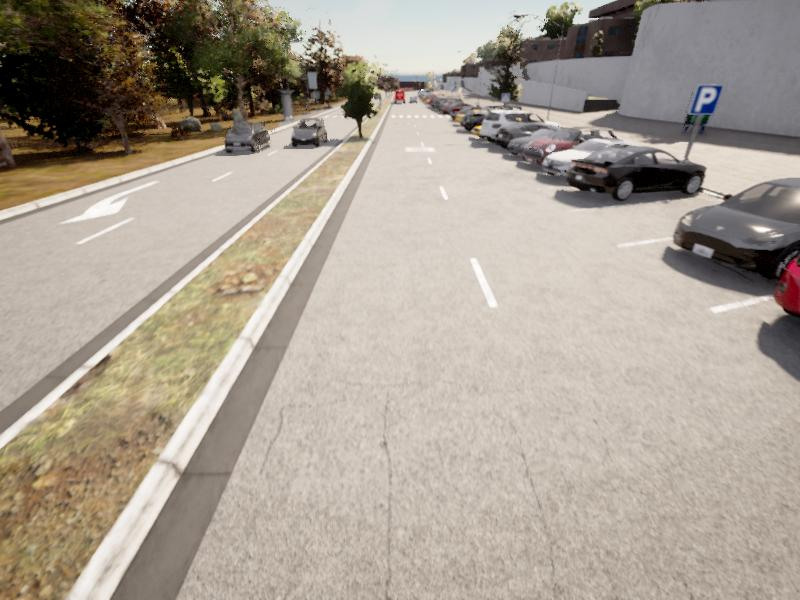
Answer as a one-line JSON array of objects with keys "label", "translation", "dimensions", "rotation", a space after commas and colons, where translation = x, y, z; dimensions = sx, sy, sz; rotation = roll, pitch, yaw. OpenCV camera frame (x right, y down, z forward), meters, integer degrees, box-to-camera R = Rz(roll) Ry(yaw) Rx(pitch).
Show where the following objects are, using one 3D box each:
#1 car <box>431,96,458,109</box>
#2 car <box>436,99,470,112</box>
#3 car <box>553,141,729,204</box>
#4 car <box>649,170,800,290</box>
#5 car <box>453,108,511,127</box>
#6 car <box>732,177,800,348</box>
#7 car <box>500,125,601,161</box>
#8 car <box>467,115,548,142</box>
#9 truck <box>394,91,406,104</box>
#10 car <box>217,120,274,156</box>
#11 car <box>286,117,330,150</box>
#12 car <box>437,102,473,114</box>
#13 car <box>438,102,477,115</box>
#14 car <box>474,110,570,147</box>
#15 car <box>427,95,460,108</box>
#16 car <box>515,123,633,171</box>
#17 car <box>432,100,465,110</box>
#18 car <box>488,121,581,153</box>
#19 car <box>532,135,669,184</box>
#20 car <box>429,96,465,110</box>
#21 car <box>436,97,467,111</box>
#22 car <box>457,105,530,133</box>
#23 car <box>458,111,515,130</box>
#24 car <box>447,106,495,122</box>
[{"label": "car", "translation": [7.954, -35.464, 71.693], "dimensions": [4.442, 1.987, 1.878], "rotation": [-9, 30, -18]}, {"label": "car", "translation": [8.033, -29.765, 61.250], "dimensions": [4.553, 1.767, 2.185], "rotation": [-9, 29, -18]}, {"label": "car", "translation": [8.062, -4.421, 13.547], "dimensions": [5.008, 1.535, 2.097], "rotation": [-9, 28, -18]}, {"label": "car", "translation": [8.044, -1.643, 8.209], "dimensions": [4.792, 1.488, 2.163], "rotation": [-9, 29, -18]}, {"label": "car", "translation": [8.236, -18.379, 40.213], "dimensions": [5.366, 1.575, 1.946], "rotation": [-9, 29, -18]}, {"label": "car", "translation": [8.051, -0.517, 5.411], "dimensions": [5.566, 2.045, 2.435], "rotation": [-9, 29, -18]}, {"label": "car", "translation": [8.070, -8.513, 21.563], "dimensions": [4.674, 1.452, 2.002], "rotation": [-9, 29, -18]}, {"label": "car", "translation": [7.894, -12.699, 29.476], "dimensions": [5.366, 1.575, 1.946], "rotation": [-9, 30, -18]}, {"label": "truck", "translation": [-0.014, -45.817, 90.289], "dimensions": [2.627, 2.467, 5.204], "rotation": [0, 29, 0]}, {"label": "car", "translation": [-8.760, -9.395, 23.057], "dimensions": [1.789, 1.549, 3.705], "rotation": [0, 28, 0]}, {"label": "car", "translation": [-5.765, -10.713, 25.540], "dimensions": [1.851, 1.617, 3.988], "rotation": [0, 28, 0]}, {"label": "car", "translation": [8.056, -28.218, 58.707], "dimensions": [4.674, 1.452, 2.002], "rotation": [-9, 29, -18]}, {"label": "car", "translation": [8.036, -26.804, 56.040], "dimensions": [4.792, 1.488, 2.163], "rotation": [-9, 30, -18]}, {"label": "car", "translation": [8.096, -11.557, 26.769], "dimensions": [5.566, 2.045, 2.435], "rotation": [-9, 29, -18]}, {"label": "car", "translation": [8.088, -36.920, 74.365], "dimensions": [5.566, 2.045, 2.435], "rotation": [-9, 30, -18]}, {"label": "car", "translation": [8.101, -7.288, 18.831], "dimensions": [4.553, 1.767, 2.185], "rotation": [-9, 29, -18]}, {"label": "car", "translation": [8.053, -32.470, 66.578], "dimensions": [4.892, 1.521, 2.231], "rotation": [-9, 29, -18]}, {"label": "car", "translation": [8.093, -9.921, 24.240], "dimensions": [4.792, 1.488, 2.163], "rotation": [-9, 29, -18]}, {"label": "car", "translation": [8.071, -5.759, 16.232], "dimensions": [4.674, 1.452, 2.002], "rotation": [-9, 29, -18]}, {"label": "car", "translation": [8.038, -34.093, 69.077], "dimensions": [5.566, 2.045, 2.435], "rotation": [-9, 30, -18]}, {"label": "car", "translation": [8.172, -31.283, 63.880], "dimensions": [4.442, 1.987, 1.878], "rotation": [-9, 29, -18]}, {"label": "car", "translation": [8.043, -15.739, 34.717], "dimensions": [5.566, 2.045, 2.435], "rotation": [-9, 30, -18]}, {"label": "car", "translation": [8.069, -16.899, 37.519], "dimensions": [4.674, 1.452, 2.002], "rotation": [-9, 30, -18]}, {"label": "car", "translation": [8.038, -21.143, 45.452], "dimensions": [4.792, 1.488, 2.163], "rotation": [-9, 30, -18]}]
